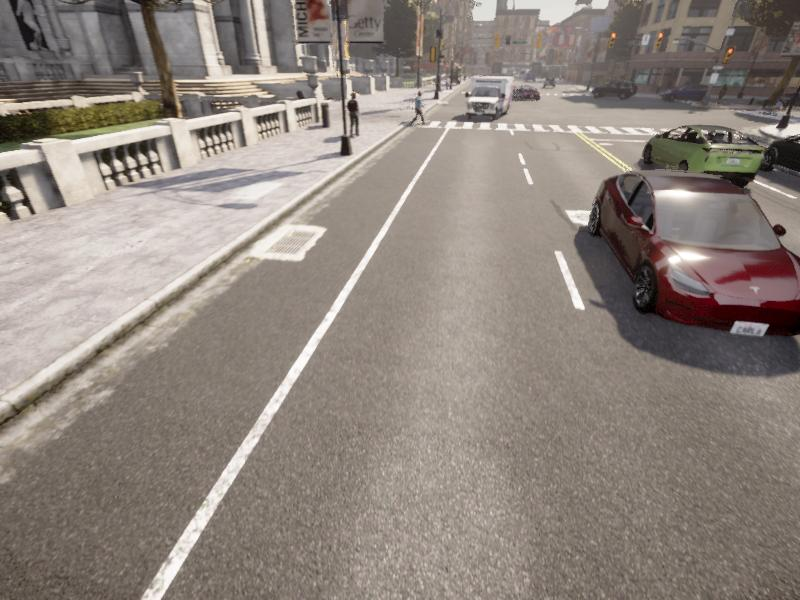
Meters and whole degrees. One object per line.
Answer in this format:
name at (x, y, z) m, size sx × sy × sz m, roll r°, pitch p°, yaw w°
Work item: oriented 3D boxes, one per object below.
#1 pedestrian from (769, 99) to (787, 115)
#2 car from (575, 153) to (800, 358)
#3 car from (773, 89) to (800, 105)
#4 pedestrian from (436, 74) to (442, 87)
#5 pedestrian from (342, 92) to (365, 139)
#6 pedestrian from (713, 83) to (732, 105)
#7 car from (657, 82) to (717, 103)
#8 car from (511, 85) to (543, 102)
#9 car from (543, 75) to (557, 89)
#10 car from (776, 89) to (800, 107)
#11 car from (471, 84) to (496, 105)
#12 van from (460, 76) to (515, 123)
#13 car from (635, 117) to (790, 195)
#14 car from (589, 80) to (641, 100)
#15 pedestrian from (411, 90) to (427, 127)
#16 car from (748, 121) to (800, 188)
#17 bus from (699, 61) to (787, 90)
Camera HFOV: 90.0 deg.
pedestrian at (29.127, -14.901, 30.852) m, size 0.500 × 1.100 × 0.500 m, roll 8°, pitch 31°, yaw 12°
car at (4.662, -1.186, 6.658) m, size 2.163 × 1.488 × 4.792 m, roll 6°, pitch 31°, yaw 9°
car at (41.667, -20.734, 40.891) m, size 4.718 × 1.301 × 1.895 m, roll 6°, pitch 31°, yaw 9°
pedestrian at (6.356, -36.124, 65.750) m, size 0.751 × 1.860 × 0.751 m, roll 10°, pitch 32°, yaw 15°
pedestrian at (-2.082, -8.355, 18.093) m, size 0.751 × 1.860 × 0.751 m, roll 9°, pitch 31°, yaw 14°
pedestrian at (31.498, -20.131, 39.088) m, size 0.751 × 1.860 × 0.751 m, roll 8°, pitch 31°, yaw 12°
car at (30.559, -22.250, 42.812) m, size 4.553 × 1.767 × 2.097 m, roll 8°, pitch 31°, yaw 12°
car at (13.329, -21.845, 42.264) m, size 1.994 × 1.385 × 4.181 m, roll 0°, pitch 30°, yaw -2°
car at (25.723, -37.366, 68.518) m, size 1.932 × 1.855 × 4.605 m, roll 10°, pitch 32°, yaw 16°
car at (39.380, -19.232, 38.138) m, size 4.674 × 1.442 × 1.812 m, roll 6°, pitch 31°, yaw 9°
car at (8.144, -19.995, 38.875) m, size 2.128 × 1.511 × 4.902 m, roll 6°, pitch 31°, yaw 9°
van at (6.144, -13.890, 27.485) m, size 2.351 × 2.431 × 6.366 m, roll 11°, pitch 32°, yaw 18°
car at (9.570, -4.798, 12.874) m, size 2.007 × 1.525 × 4.514 m, roll 6°, pitch 31°, yaw 9°
car at (24.523, -24.071, 45.748) m, size 4.605 × 1.855 × 1.932 m, roll 25°, pitch 38°, yaw 35°
pedestrian at (1.083, -11.032, 23.027) m, size 0.751 × 1.860 × 0.751 m, roll 6°, pitch 31°, yaw 9°
car at (12.989, -4.375, 12.178) m, size 1.789 × 1.549 × 3.705 m, roll 6°, pitch 31°, yaw 9°
bus at (60.267, -39.682, 70.692) m, size 10.273 × 4.253 × 3.944 m, roll 5°, pitch 31°, yaw 9°
